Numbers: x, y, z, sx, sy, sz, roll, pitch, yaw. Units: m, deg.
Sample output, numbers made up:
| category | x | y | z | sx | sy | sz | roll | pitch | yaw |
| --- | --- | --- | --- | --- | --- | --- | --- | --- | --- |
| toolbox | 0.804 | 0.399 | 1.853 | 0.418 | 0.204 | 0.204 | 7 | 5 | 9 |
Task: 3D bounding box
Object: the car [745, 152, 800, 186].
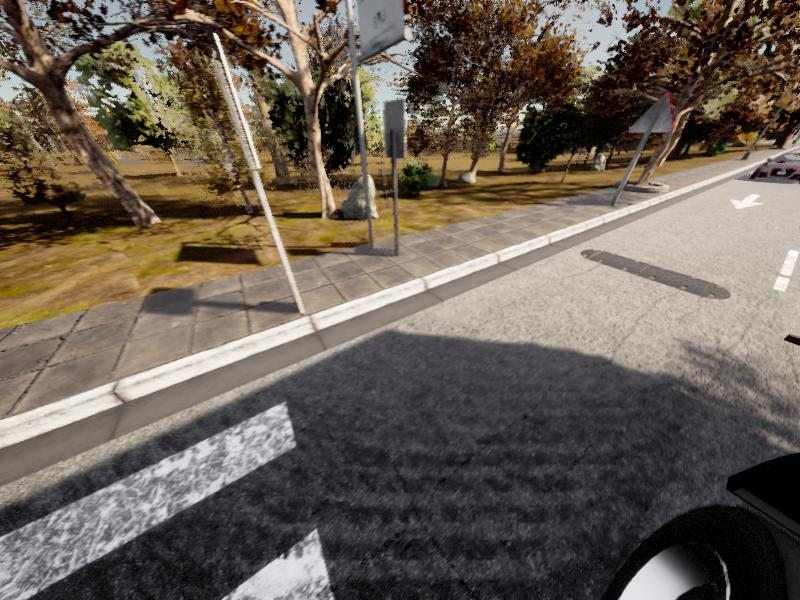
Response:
| category | x | y | z | sx | sy | sz | roll | pitch | yaw |
| --- | --- | --- | --- | --- | --- | --- | --- | --- | --- |
| car | 23.078 | -7.900 | 13.740 | 4.181 | 1.385 | 1.994 | -21 | 40 | -26 |
